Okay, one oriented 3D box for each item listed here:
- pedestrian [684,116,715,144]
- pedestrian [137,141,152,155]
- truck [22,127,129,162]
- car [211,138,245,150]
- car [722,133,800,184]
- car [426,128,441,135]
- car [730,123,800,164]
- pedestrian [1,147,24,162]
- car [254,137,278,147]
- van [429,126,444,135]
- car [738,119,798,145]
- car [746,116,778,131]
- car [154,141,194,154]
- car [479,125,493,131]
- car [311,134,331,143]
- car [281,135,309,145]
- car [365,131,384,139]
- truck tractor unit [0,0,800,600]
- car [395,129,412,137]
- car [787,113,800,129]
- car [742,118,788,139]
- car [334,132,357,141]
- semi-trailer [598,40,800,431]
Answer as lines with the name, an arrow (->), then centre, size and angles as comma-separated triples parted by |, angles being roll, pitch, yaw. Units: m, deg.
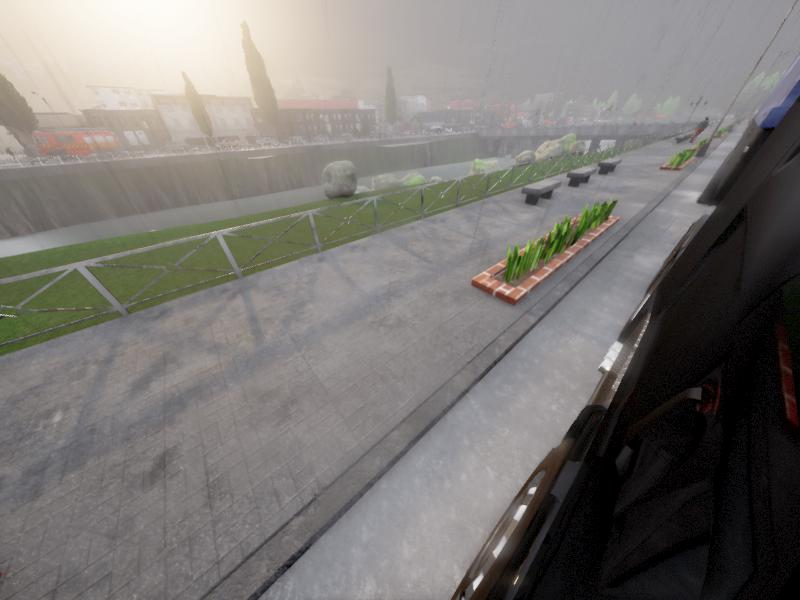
pedestrian -> 25.296, -14.371, 19.532 | 0.751, 1.860, 0.751 | -24, 42, -26
pedestrian -> -41.950, -24.900, 37.943 | 0.751, 1.860, 0.751 | 20, 42, 27
truck -> -48.956, -23.971, 35.534 | 8.468, 3.827, 2.891 | -28, 44, -30
car -> -34.070, -31.007, 45.866 | 5.027, 1.651, 2.152 | -28, 44, -30
car -> 15.665, -6.058, 9.657 | 4.181, 1.385, 1.994 | -28, 43, -30
car -> 11.041, -55.039, 75.300 | 5.008, 1.535, 1.882 | -28, 44, -30
car -> 20.579, -8.757, 12.804 | 4.514, 1.525, 2.007 | -28, 44, -30
pedestrian -> -58.962, -22.176, 35.162 | 0.751, 1.860, 0.751 | -19, 40, -21
car -> -28.597, -33.864, 49.471 | 3.806, 1.475, 1.970 | -28, 44, -30
van -> 11.311, -52.258, 71.147 | 4.480, 2.038, 2.069 | -28, 44, -30
car -> 30.556, -14.073, 19.303 | 4.514, 1.525, 2.007 | -28, 44, -30
car -> 51.511, -25.249, 32.950 | 5.008, 1.535, 1.882 | -28, 44, -30
car -> -40.557, -27.550, 41.640 | 4.856, 1.649, 2.033 | -28, 43, -30
car -> 31.283, -62.751, 84.279 | 5.238, 1.638, 1.930 | -28, 44, -30
car -> -19.064, -38.950, 55.687 | 3.806, 1.475, 1.970 | -28, 44, -30
car -> -23.861, -36.462, 52.517 | 5.238, 1.638, 1.930 | -28, 44, -30
car -> -7.048, -45.434, 63.477 | 4.856, 1.649, 2.033 | -28, 44, -30
truck tractor unit -> 2.645, -0.295, 0.351 | 6.516, 4.208, 3.053 | -28, 44, -30
car -> 1.132, -49.776, 68.826 | 4.974, 1.542, 2.038 | -28, 44, -30
car -> 56.628, -24.905, 32.062 | 4.611, 1.667, 2.242 | -28, 44, -30
car -> 36.185, -17.053, 22.984 | 4.193, 1.474, 1.816 | -28, 44, -30
car -> -13.811, -41.823, 59.068 | 5.238, 1.638, 1.930 | -28, 44, -30
semi-trailer -> 8.696, -3.606, 4.232 | 14.254, 4.402, 2.717 | -28, 44, -30
